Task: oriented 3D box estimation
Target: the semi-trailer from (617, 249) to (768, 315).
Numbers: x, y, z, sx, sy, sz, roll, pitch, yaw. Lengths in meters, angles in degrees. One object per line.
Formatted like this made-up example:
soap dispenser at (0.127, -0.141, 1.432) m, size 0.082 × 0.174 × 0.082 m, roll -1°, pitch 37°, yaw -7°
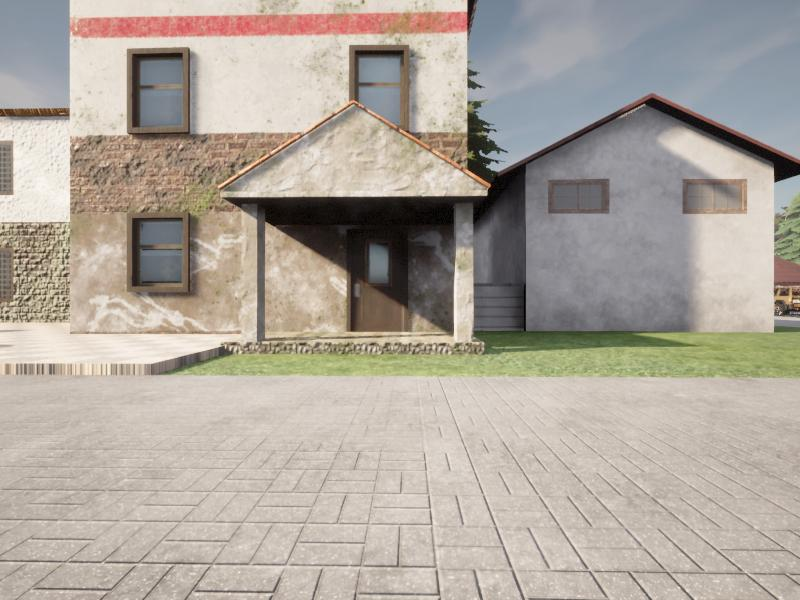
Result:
semi-trailer at (23.494, -1.218, 33.984) m, size 2.717 × 4.402 × 14.254 m, roll 0°, pitch 0°, yaw 1°

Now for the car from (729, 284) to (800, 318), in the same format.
car at (23.065, 0.052, 24.630) m, size 1.932 × 1.855 × 4.605 m, roll 0°, pitch 0°, yaw 3°

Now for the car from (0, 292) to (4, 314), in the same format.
car at (-29.997, 0.201, 26.691) m, size 1.801 × 1.575 × 5.366 m, roll 0°, pitch 0°, yaw 1°
